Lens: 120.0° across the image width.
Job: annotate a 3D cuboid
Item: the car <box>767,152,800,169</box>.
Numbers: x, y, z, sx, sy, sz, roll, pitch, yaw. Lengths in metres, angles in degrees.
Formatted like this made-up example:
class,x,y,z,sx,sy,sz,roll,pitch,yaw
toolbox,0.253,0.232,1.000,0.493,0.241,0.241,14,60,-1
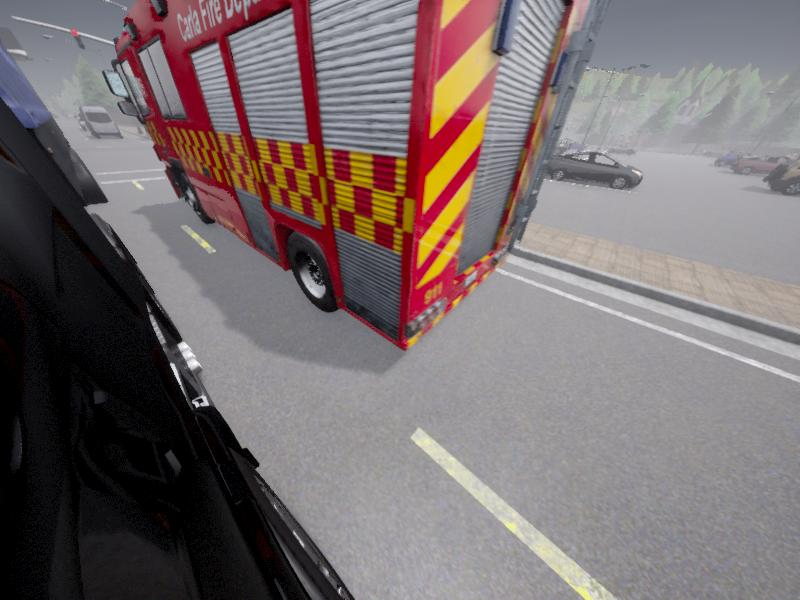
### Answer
class,x,y,z,sx,sy,sz,roll,pitch,yaw
car,51.464,-17.501,29.216,5.027,1.636,2.152,29,44,30

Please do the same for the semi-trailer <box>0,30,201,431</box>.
class,x,y,z,sx,sy,sz,roll,pitch,yaw
semi-trailer,-8.636,-3.656,4.274,14.254,4.402,2.717,29,44,30

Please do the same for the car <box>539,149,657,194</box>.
class,x,y,z,sx,sy,sz,roll,pitch,yaw
car,10.663,-7.246,12.767,4.514,1.523,2.007,29,44,30

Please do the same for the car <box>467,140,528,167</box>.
class,x,y,z,sx,sy,sz,roll,pitch,yaw
car,7.699,-11.817,18.549,3.806,1.475,1.970,29,44,30

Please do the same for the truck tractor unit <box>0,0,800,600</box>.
class,x,y,z,sx,sy,sz,roll,pitch,yaw
truck tractor unit,-2.645,-0.295,0.351,6.516,4.208,3.053,28,44,30

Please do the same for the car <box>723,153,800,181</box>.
class,x,y,z,sx,sy,sz,roll,pitch,yaw
car,31.411,-11.232,19.466,4.514,1.523,2.007,29,44,30

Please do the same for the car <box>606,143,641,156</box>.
class,x,y,z,sx,sy,sz,roll,pitch,yaw
car,37.396,-25.267,38.714,3.806,1.475,1.970,29,44,30

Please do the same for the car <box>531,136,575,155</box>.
class,x,y,z,sx,sy,sz,roll,pitch,yaw
car,21.528,-21.848,32.617,4.605,1.855,1.932,29,44,30

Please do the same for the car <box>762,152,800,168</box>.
class,x,y,z,sx,sy,sz,roll,pitch,yaw
car,53.463,-18.879,31.202,4.514,1.523,2.007,29,44,30

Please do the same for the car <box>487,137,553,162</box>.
class,x,y,z,sx,sy,sz,roll,pitch,yaw
car,11.630,-14.804,22.662,5.027,1.636,2.152,29,44,30

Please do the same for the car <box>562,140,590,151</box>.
class,x,y,z,sx,sy,sz,roll,pitch,yaw
car,33.704,-29.651,44.291,3.633,1.501,1.845,29,44,30

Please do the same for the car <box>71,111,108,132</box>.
class,x,y,z,sx,sy,sz,roll,pitch,yaw
car,-43.842,-25.209,32.617,5.566,2.045,2.150,29,44,30

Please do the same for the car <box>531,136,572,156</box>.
class,x,y,z,sx,sy,sz,roll,pitch,yaw
car,19.952,-20.429,30.587,3.866,1.878,1.905,29,44,30

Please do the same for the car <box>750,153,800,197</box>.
class,x,y,z,sx,sy,sz,roll,pitch,yaw
car,22.779,-6.271,11.943,4.605,1.855,1.932,29,44,30

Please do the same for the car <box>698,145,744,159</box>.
class,x,y,z,sx,sy,sz,roll,pitch,yaw
car,61.547,-28.442,44.437,4.605,1.855,1.932,28,44,30

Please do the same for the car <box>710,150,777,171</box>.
class,x,y,z,sx,sy,sz,roll,pitch,yaw
car,37.940,-15.542,25.683,3.633,1.501,1.845,29,44,30

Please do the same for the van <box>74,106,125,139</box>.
class,x,y,z,sx,sy,sz,roll,pitch,yaw
van,-32.046,-18.931,24.625,5.915,2.561,1.988,29,44,30

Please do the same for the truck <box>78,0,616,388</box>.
class,x,y,z,sx,sy,sz,roll,pitch,yaw
truck,-2.079,-2.988,4.307,8.468,3.827,2.891,29,44,30
